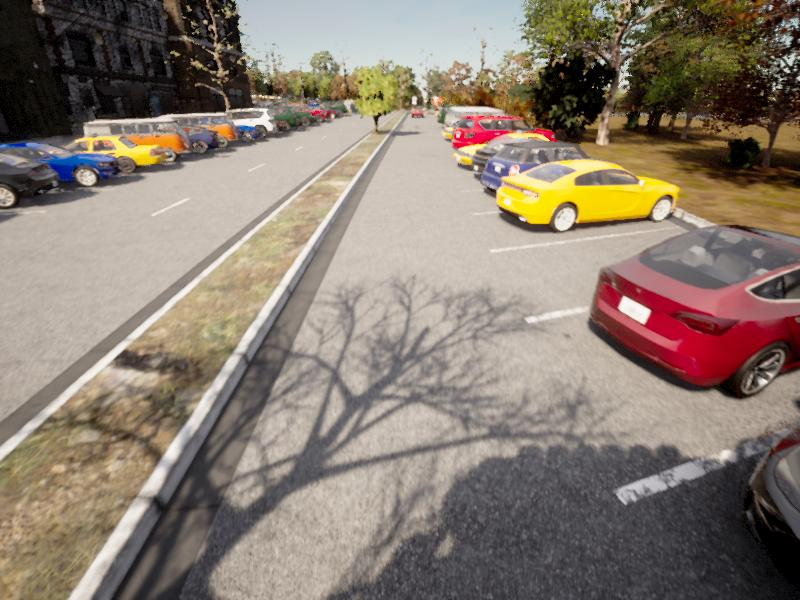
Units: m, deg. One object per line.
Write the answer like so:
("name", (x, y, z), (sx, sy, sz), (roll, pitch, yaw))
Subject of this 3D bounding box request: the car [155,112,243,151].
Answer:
("car", (-12.447, -10.636, 25.132), (4.442, 1.987, 1.878), (-9, 28, -15))

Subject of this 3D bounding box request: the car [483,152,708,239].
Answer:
("car", (5.009, -2.901, 10.565), (5.008, 1.535, 2.097), (-8, 28, -16))

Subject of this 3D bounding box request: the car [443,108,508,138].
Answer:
("car", (5.892, -13.965, 31.546), (4.442, 1.987, 1.878), (-8, 29, -16))

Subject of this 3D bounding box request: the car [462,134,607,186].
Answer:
("car", (5.210, -5.616, 15.837), (4.892, 1.521, 2.231), (-8, 28, -16))

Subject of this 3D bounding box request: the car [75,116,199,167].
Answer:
("car", (-12.716, -7.881, 19.781), (4.442, 1.987, 1.878), (-9, 28, -15))

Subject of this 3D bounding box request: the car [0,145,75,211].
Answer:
("car", (-13.160, -3.525, 11.813), (4.892, 1.521, 2.231), (-9, 29, -16))

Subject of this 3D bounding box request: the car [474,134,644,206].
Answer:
("car", (5.082, -4.367, 13.134), (4.553, 1.767, 2.185), (-8, 28, -16))

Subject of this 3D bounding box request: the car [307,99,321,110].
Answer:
("car", (-20.003, -45.298, 92.851), (2.435, 2.045, 5.566), (-7, 26, -15))

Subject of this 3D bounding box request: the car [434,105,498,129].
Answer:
("car", (6.437, -18.093, 39.511), (5.566, 2.045, 2.435), (-8, 28, -16))

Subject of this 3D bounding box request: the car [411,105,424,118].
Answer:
("car", (2.558, -27.462, 58.188), (1.851, 1.617, 3.988), (1, 27, 2))

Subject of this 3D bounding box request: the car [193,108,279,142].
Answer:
("car", (-12.302, -13.383, 30.416), (5.566, 2.045, 2.435), (-9, 29, -15))

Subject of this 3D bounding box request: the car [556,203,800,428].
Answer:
("car", (4.910, -0.168, 5.324), (4.792, 1.488, 2.163), (-8, 28, -17))

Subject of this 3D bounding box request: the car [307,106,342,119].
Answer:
("car", (-10.828, -26.890, 57.281), (4.674, 1.452, 2.002), (-9, 28, -15))

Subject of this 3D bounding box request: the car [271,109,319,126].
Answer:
("car", (-11.545, -20.016, 43.912), (4.792, 1.488, 2.163), (-9, 28, -15))

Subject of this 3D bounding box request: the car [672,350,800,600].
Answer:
("car", (4.807, 1.202, 2.664), (4.792, 1.488, 2.163), (-8, 29, -17))

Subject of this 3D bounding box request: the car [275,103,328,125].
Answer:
("car", (-11.407, -21.642, 46.457), (5.566, 2.045, 2.435), (-9, 28, -15))

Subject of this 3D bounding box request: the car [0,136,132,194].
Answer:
("car", (-13.076, -4.906, 14.496), (5.008, 1.535, 2.097), (-9, 28, -16))

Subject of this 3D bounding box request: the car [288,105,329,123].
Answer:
("car", (-11.252, -22.900, 49.175), (4.553, 1.767, 2.185), (-9, 28, -15))

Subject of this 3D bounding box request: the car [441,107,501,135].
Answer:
("car", (6.027, -15.327, 34.192), (4.442, 1.987, 1.878), (-8, 29, -16))

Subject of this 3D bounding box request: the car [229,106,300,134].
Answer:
("car", (-12.022, -16.130, 35.752), (5.566, 2.045, 2.435), (-9, 29, -15))

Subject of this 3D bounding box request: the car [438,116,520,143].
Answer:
("car", (5.685, -12.397, 28.988), (5.366, 1.575, 1.946), (-8, 29, -16))

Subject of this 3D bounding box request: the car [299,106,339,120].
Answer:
("car", (-10.985, -25.540, 54.578), (5.008, 1.535, 2.097), (-9, 28, -15))

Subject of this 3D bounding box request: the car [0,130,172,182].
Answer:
("car", (-13.125, -6.255, 17.118), (5.366, 1.575, 1.946), (-9, 29, -15))

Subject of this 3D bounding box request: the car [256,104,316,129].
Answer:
("car", (-11.691, -18.892, 41.115), (5.566, 2.045, 2.435), (-9, 28, -15))

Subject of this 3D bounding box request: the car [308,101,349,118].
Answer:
("car", (-10.703, -28.529, 59.809), (5.566, 2.045, 2.435), (-9, 29, -15))

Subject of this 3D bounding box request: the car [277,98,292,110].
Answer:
("car", (-22.432, -38.025, 77.614), (2.435, 2.045, 5.566), (-7, 27, -15))

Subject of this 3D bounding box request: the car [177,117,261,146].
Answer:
("car", (-12.416, -11.791, 27.873), (5.008, 1.535, 2.097), (-9, 28, -15))

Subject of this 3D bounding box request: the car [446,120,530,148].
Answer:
("car", (5.754, -11.037, 26.423), (4.792, 1.488, 2.163), (-8, 28, -16))

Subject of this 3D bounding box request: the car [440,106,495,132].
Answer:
("car", (6.162, -16.689, 36.836), (4.442, 1.987, 1.878), (-8, 29, -16))

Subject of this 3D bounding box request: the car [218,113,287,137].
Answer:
("car", (-12.136, -14.540, 33.211), (5.008, 1.535, 2.097), (-9, 28, -15))

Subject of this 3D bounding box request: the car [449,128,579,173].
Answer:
("car", (5.157, -6.952, 18.418), (5.366, 1.575, 1.946), (-8, 29, -16))

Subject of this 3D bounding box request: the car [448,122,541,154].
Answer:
("car", (5.565, -9.665, 23.758), (4.792, 1.488, 2.163), (-8, 29, -16))

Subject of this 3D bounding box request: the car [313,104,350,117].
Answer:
("car", (-10.700, -29.682, 62.565), (5.366, 1.575, 1.946), (-9, 29, -15))

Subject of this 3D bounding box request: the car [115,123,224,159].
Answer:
("car", (-12.717, -9.007, 22.530), (4.792, 1.488, 2.163), (-9, 29, -15))

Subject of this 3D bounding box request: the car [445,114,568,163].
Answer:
("car", (5.487, -8.564, 21.009), (5.566, 2.045, 2.435), (-8, 28, -16))

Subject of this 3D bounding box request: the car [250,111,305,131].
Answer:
("car", (-11.825, -17.267, 38.572), (4.792, 1.488, 2.163), (-9, 28, -15))
